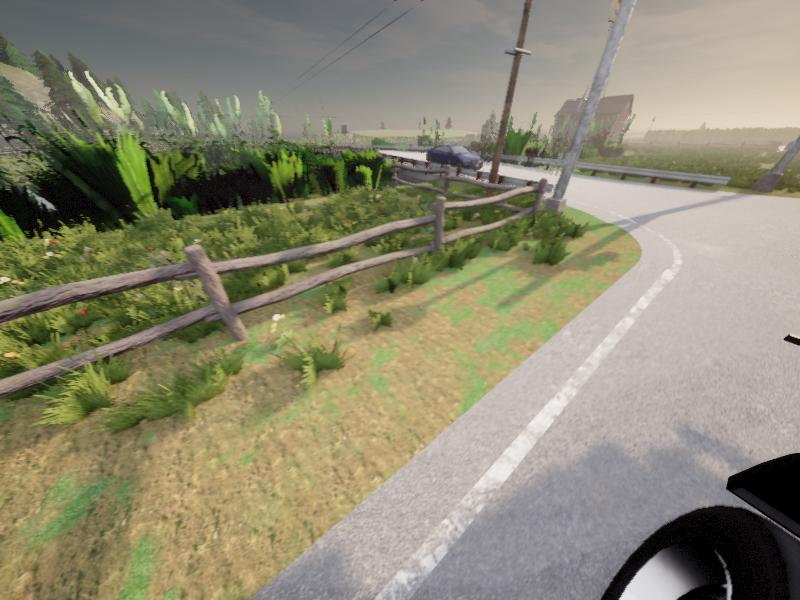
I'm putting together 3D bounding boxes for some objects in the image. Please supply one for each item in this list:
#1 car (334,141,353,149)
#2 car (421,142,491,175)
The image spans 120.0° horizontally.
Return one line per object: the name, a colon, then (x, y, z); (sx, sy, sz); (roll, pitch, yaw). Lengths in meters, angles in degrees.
car: (-13.208, -36.395, 54.226); (3.806, 1.475, 1.970); (-21, 40, -26)
car: (3.684, -10.061, 16.210); (1.812, 1.442, 4.674); (-21, 43, -27)
